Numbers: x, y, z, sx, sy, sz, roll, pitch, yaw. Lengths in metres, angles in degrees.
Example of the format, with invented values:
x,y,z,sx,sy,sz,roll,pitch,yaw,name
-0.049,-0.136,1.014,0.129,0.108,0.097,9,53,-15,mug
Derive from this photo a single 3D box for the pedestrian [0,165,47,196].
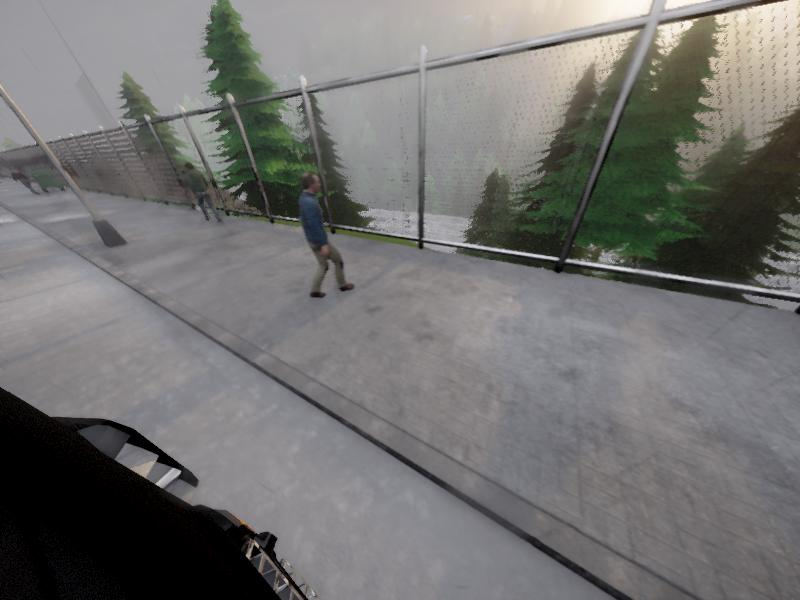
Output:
x,y,z,sx,sy,sz,roll,pitch,yaw,name
-25.938,-8.239,15.942,0.751,1.860,0.751,10,36,18,pedestrian

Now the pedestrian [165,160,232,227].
x,y,z,sx,sy,sz,roll,pitch,yaw,name
-6.479,-3.460,7.531,0.751,1.860,0.751,16,38,25,pedestrian

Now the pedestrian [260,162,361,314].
x,y,z,sx,sy,sz,roll,pitch,yaw,name
-1.184,-0.860,3.311,0.751,1.860,0.751,-23,39,-28,pedestrian
